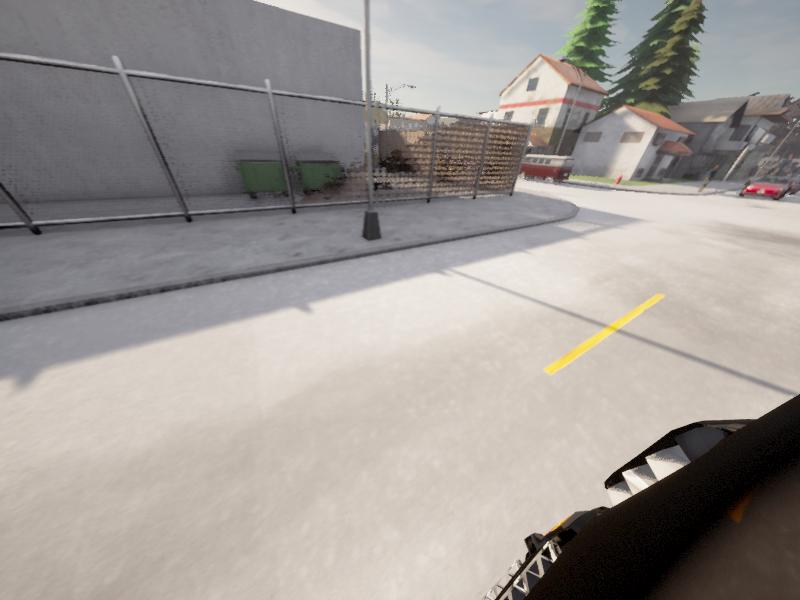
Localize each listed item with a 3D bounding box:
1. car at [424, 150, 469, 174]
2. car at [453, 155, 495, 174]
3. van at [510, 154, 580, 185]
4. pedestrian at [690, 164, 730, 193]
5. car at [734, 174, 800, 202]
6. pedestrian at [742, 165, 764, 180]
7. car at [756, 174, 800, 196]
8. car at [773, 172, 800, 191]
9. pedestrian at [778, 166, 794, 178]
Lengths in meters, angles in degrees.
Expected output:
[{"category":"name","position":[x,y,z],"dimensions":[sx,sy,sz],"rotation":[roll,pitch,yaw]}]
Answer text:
[{"category":"car","position":[4.733,-14.579,24.305],"dimensions":[1.932,1.855,4.605],"rotation":[-15,38,-24]},{"category":"car","position":[8.176,-15.261,25.950],"dimensions":[1.816,1.474,4.193],"rotation":[-16,38,-26]},{"category":"van","position":[12.323,-11.395,20.051],"dimensions":[1.775,1.987,4.442],"rotation":[-17,38,-27]},{"category":"pedestrian","position":[23.366,-9.161,17.469],"dimensions":[0.751,1.860,0.751],"rotation":[12,35,13]},{"category":"car","position":[27.908,-8.544,17.431],"dimensions":[4.514,1.525,2.007],"rotation":[-16,38,-26]},{"category":"pedestrian","position":[50.453,-18.190,33.019],"dimensions":[0.751,1.860,0.751],"rotation":[-14,38,-24]},{"category":"car","position":[35.189,-10.571,21.157],"dimensions":[4.181,1.385,1.994],"rotation":[-17,39,-27]},{"category":"car","position":[42.562,-12.745,24.824],"dimensions":[3.633,1.501,1.845],"rotation":[-16,38,-26]},{"category":"pedestrian","position":[73.198,-24.239,43.794],"dimensions":[0.751,1.860,0.751],"rotation":[-16,38,-26]}]
